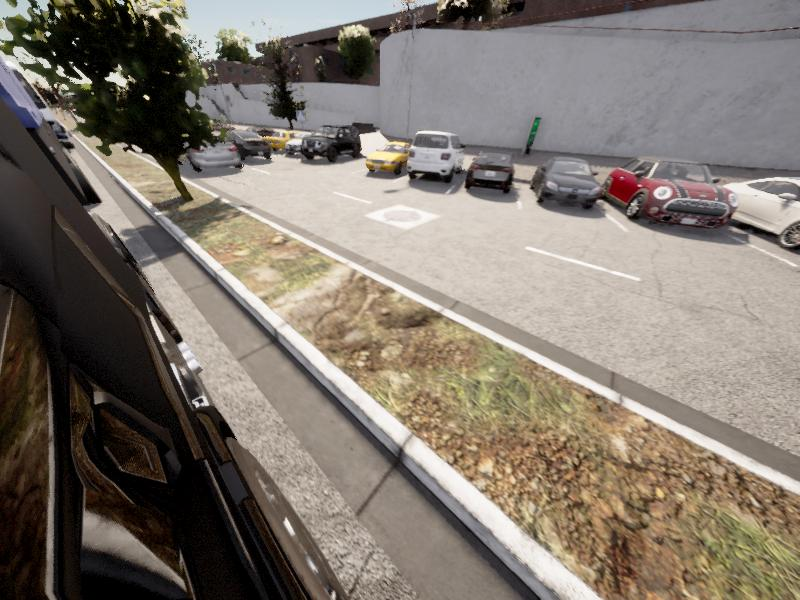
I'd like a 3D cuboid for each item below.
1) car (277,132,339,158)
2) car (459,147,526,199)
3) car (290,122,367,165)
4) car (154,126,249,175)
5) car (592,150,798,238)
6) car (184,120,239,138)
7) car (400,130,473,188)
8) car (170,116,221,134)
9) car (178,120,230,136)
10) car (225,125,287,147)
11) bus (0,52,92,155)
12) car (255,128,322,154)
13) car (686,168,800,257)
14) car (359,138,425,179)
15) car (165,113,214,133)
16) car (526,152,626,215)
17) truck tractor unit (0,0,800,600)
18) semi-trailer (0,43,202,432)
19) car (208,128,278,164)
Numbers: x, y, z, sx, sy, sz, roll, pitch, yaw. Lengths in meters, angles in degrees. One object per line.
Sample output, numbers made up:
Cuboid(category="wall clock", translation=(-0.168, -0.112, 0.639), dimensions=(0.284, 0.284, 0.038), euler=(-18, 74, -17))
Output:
Cuboid(category="car", translation=(-7.079, -12.445, 18.438), dimensions=(2.002, 1.452, 4.674), euler=(15, 38, 14))
Cuboid(category="car", translation=(4.407, -6.265, 11.027), dimensions=(2.163, 1.488, 4.792), euler=(14, 38, 15))
Cuboid(category="car", translation=(-4.775, -11.407, 16.759), dimensions=(2.435, 2.045, 5.566), euler=(15, 38, 14))
Cuboid(category="car", translation=(-10.404, -7.961, 12.113), dimensions=(4.611, 1.667, 2.242), euler=(29, 44, 30))
Cuboid(category="car", translation=(9.017, -3.934, 7.943), dimensions=(2.185, 1.767, 4.553), euler=(14, 38, 14))
Cuboid(category="car", translation=(-23.153, -21.217, 28.721), dimensions=(2.163, 1.488, 4.792), euler=(15, 38, 14))
Cuboid(category="car", translation=(2.126, -7.721, 12.349), dimensions=(2.435, 2.045, 5.566), euler=(14, 38, 15))
Cuboid(category="car", translation=(-27.727, -23.845, 31.565), dimensions=(2.185, 1.767, 4.553), euler=(14, 38, 14))
Cuboid(category="car", translation=(-25.448, -22.481, 30.222), dimensions=(2.002, 1.452, 4.674), euler=(14, 38, 14))
Cuboid(category="car", translation=(-13.975, -16.196, 22.831), dimensions=(2.163, 1.488, 4.792), euler=(15, 38, 14))
Cuboid(category="bus", translation=(-24.567, -12.274, 14.597), dimensions=(10.273, 4.253, 3.944), euler=(29, 44, 29))
Cuboid(category="car", translation=(-9.319, -13.831, 20.029), dimensions=(1.946, 1.575, 5.366), euler=(14, 38, 14))
Cuboid(category="car", translation=(11.295, -2.564, 6.521), dimensions=(2.002, 1.452, 4.674), euler=(14, 38, 14))
Cuboid(category="car", translation=(-0.252, -8.642, 13.822), dimensions=(1.946, 1.575, 5.366), euler=(15, 38, 14))
Cuboid(category="car", translation=(-29.953, -25.254, 33.082), dimensions=(1.878, 1.987, 4.442), euler=(14, 38, 14))
Cuboid(category="car", translation=(6.705, -5.006, 9.516), dimensions=(2.002, 1.452, 4.674), euler=(14, 38, 14))
Cuboid(category="truck tractor unit", translation=(-2.645, -0.295, 0.352), dimensions=(6.516, 4.208, 3.053), euler=(28, 44, 30))
Cuboid(category="semi-trailer", translation=(-8.705, -3.612, 4.206), dimensions=(14.254, 4.402, 2.717), euler=(28, 44, 30))
Cuboid(category="car", translation=(-10.460, -10.294, 15.323), dimensions=(4.892, 1.490, 1.837), euler=(29, 44, 29))
